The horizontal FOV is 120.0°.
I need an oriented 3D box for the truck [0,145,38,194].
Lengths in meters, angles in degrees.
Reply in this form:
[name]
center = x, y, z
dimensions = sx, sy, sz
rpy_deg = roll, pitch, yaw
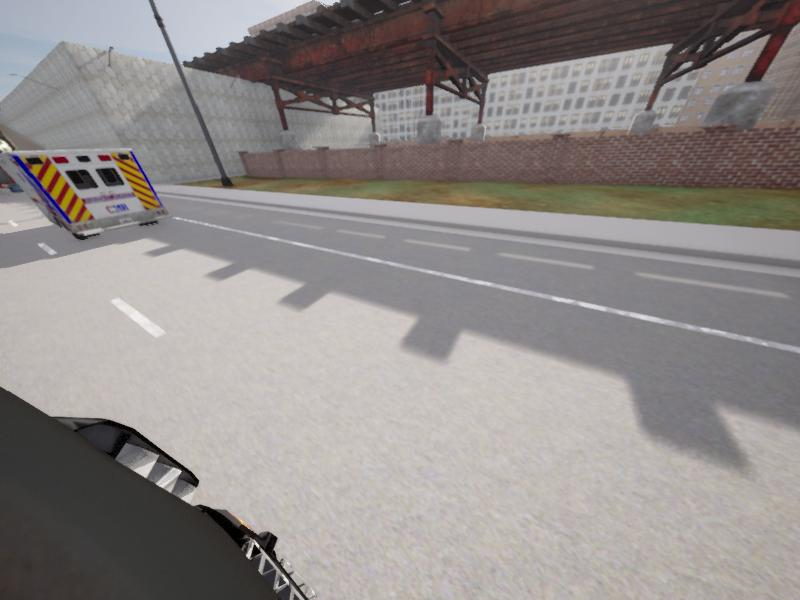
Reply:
[truck]
center = -39.003, -12.376, 21.792
dimensions = 8.468, 3.827, 2.891
rpy_deg = 16, 38, 26

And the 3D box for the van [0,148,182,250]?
[van]
center = -11.363, -3.861, 8.310
dimensions = 6.366, 2.431, 2.351
rpy_deg = 16, 38, 26

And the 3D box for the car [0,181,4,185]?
[car]
center = -54.359, -15.810, 30.185
dimensions = 4.674, 1.442, 1.812
rpy_deg = 16, 38, 26
